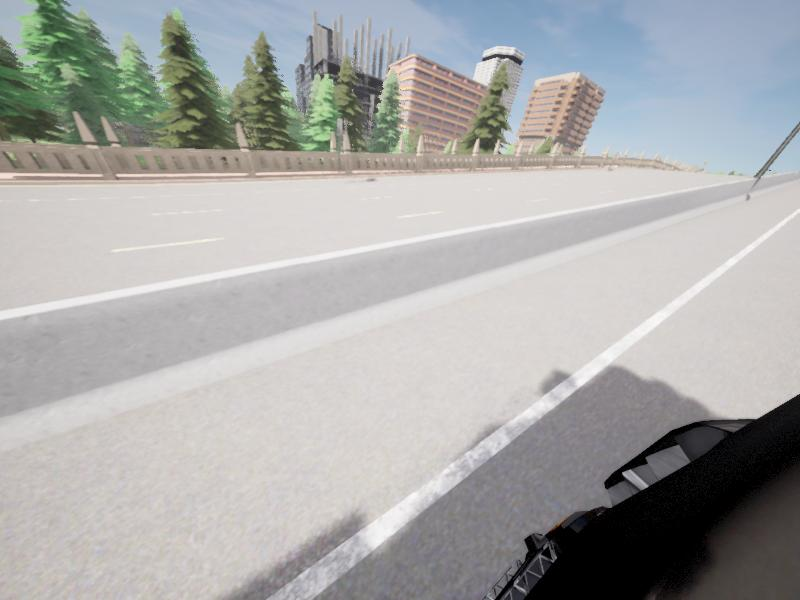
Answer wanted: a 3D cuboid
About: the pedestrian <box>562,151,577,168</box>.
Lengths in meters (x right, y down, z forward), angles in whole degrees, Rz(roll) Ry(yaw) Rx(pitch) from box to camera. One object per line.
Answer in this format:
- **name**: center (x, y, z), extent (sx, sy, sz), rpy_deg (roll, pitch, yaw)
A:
- **pedestrian**: center (23.355, -19.324, 31.771), extent (0.751, 1.860, 0.751), rpy_deg (-10, 35, -30)
